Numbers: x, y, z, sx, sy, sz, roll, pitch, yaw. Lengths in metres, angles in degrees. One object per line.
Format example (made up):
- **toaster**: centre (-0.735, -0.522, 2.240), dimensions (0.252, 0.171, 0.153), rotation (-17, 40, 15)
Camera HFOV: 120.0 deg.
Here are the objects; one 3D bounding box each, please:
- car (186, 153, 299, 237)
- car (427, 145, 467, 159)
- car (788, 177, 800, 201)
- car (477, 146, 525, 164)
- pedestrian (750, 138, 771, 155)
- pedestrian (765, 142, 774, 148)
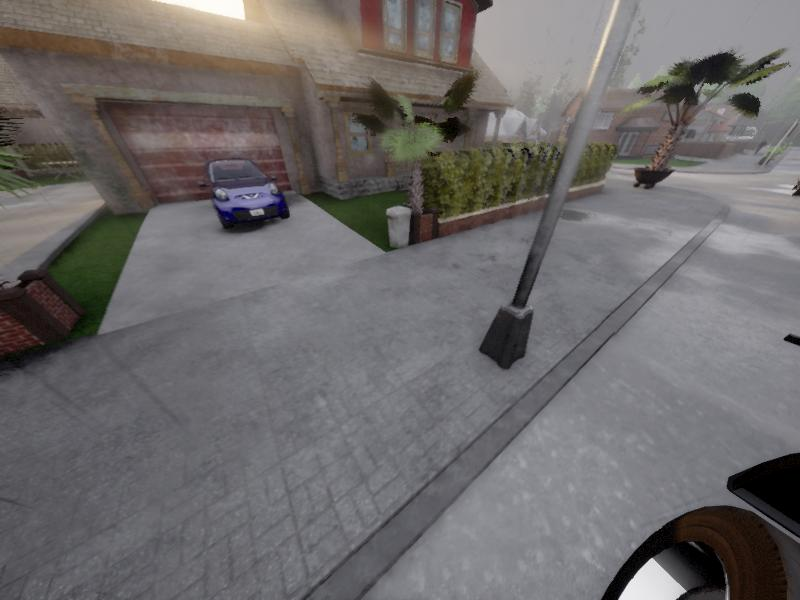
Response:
- **car**: centre (-4.653, -3.262, 6.718), dimensions (1.845, 1.501, 3.633), rotation (-24, 42, -30)
- **car**: centre (6.153, -20.094, 31.221), dimensions (2.033, 1.411, 5.357), rotation (-22, 41, -28)
- **car**: centre (19.515, -5.443, 10.116), dimensions (5.238, 1.638, 1.930), rotation (-22, 41, -28)
- **car**: centre (11.012, -16.068, 25.495), dimensions (1.994, 1.385, 4.181), rotation (-24, 42, -30)
- **pedestrian**: centre (49.983, -21.274, 32.015), dimensions (0.751, 1.860, 0.751), rotation (-23, 41, -29)
- **pedestrian**: centre (80.793, -33.944, 50.496), dimensions (0.500, 1.100, 0.500), rotation (-22, 41, -28)
